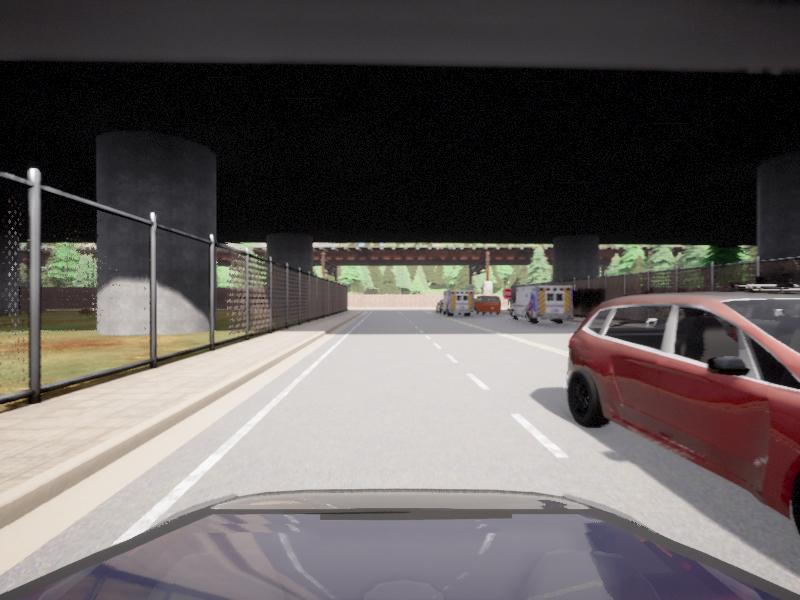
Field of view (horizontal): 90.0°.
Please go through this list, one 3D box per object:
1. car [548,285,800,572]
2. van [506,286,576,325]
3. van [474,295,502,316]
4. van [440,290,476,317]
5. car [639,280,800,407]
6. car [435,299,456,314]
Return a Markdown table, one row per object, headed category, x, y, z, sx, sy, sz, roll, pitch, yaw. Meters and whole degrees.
| category | x | y | z | sx | sy | sz | roll | pitch | yaw |
| --- | --- | --- | --- | --- | --- | --- | --- | --- | --- |
| car | 3.389 | 0.750 | 3.624 | 2.242 | 1.667 | 4.611 | 0 | 0 | -2 |
| van | 9.513 | 0.335 | 27.748 | 2.351 | 2.431 | 6.366 | 0 | 0 | -2 |
| van | 8.998 | 0.538 | 41.429 | 1.775 | 1.987 | 4.442 | 0 | 0 | -2 |
| van | 5.570 | 0.321 | 39.495 | 2.351 | 2.431 | 6.366 | 0 | 0 | -2 |
| car | 6.773 | 0.638 | 7.295 | 1.932 | 1.855 | 4.605 | 0 | 0 | -2 |
| car | 5.290 | 0.722 | 47.026 | 1.851 | 1.617 | 3.988 | 0 | 0 | -2 |
